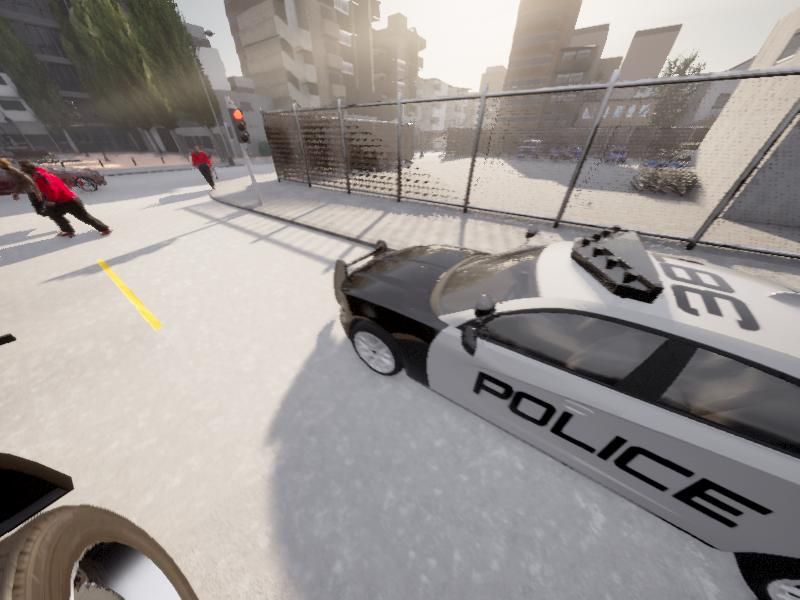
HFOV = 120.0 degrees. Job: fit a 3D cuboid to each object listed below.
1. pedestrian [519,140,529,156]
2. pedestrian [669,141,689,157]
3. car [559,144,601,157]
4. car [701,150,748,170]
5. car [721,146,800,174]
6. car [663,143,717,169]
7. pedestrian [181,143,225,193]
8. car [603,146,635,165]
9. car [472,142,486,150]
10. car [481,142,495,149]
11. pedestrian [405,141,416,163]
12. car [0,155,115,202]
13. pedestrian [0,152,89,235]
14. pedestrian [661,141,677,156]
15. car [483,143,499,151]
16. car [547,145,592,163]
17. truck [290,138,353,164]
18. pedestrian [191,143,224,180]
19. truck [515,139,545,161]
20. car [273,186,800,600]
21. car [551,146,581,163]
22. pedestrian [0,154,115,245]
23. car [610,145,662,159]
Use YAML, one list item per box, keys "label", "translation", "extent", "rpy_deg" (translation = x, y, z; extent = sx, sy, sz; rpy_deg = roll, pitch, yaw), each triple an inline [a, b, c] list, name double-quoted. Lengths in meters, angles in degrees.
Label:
- label: "pedestrian"
  translation: [17.932, -21.961, 33.388]
  extent: [0.751, 1.860, 0.751]
  rpy_deg: [15, 38, 20]
- label: "pedestrian"
  translation: [39.334, -21.254, 32.576]
  extent: [0.751, 1.860, 0.751]
  rpy_deg: [-11, 37, -16]
- label: "car"
  translation: [28.102, -23.539, 36.242]
  extent: [4.902, 1.511, 2.128]
  rpy_deg: [21, 40, 27]
- label: "car"
  translation: [28.331, -12.331, 20.274]
  extent: [1.481, 1.379, 2.207]
  rpy_deg: [22, 41, 27]
- label: "car"
  translation: [30.431, -12.000, 19.643]
  extent: [2.242, 1.667, 4.611]
  rpy_deg: [22, 41, 27]
- label: "car"
  translation: [27.044, -13.625, 21.734]
  extent: [1.905, 1.878, 3.866]
  rpy_deg: [22, 41, 27]
- label: "pedestrian"
  translation: [-8.804, -5.964, 10.438]
  extent: [0.751, 1.860, 0.751]
  rpy_deg: [-14, 38, -20]
- label: "car"
  translation: [23.358, -15.616, 24.821]
  extent: [1.845, 1.501, 3.633]
  rpy_deg: [22, 41, 27]
- label: "car"
  translation: [20.577, -39.958, 59.948]
  extent: [1.970, 1.475, 3.806]
  rpy_deg: [22, 41, 28]
- label: "car"
  translation: [24.821, -43.458, 64.998]
  extent: [2.152, 1.651, 5.027]
  rpy_deg: [22, 41, 28]
- label: "pedestrian"
  translation: [1.035, -14.749, 23.004]
  extent: [0.751, 1.860, 0.751]
  rpy_deg: [-28, 44, -34]
- label: "car"
  translation: [-16.420, -5.326, 10.065]
  extent: [1.812, 1.442, 4.674]
  rpy_deg: [22, 41, 28]
- label: "pedestrian"
  translation: [-9.688, -2.784, 6.116]
  extent: [0.751, 1.860, 0.751]
  rpy_deg: [10, 36, 13]
- label: "pedestrian"
  translation: [40.615, -22.870, 34.880]
  extent: [0.751, 1.860, 0.751]
  rpy_deg: [22, 41, 28]
- label: "car"
  translation: [22.113, -37.185, 56.006]
  extent: [2.033, 1.411, 5.357]
  rpy_deg: [22, 41, 28]
- label: "car"
  translation: [19.369, -16.827, 26.486]
  extent: [3.705, 1.547, 1.789]
  rpy_deg: [22, 41, 27]
- label: "truck"
  translation: [-8.299, -16.435, 25.327]
  extent: [2.390, 2.098, 6.274]
  rpy_deg: [22, 40, 27]
- label: "pedestrian"
  translation: [-11.795, -8.489, 14.190]
  extent: [0.751, 1.860, 0.751]
  rpy_deg: [25, 42, 30]
- label: "truck"
  translation: [16.108, -18.561, 28.500]
  extent: [2.069, 2.038, 4.478]
  rpy_deg: [22, 41, 27]
- label: "car"
  translation: [1.481, 0.238, 2.161]
  extent: [5.238, 1.638, 1.930]
  rpy_deg: [21, 40, 27]
- label: "car"
  translation: [19.273, -16.919, 26.739]
  extent: [2.033, 1.415, 5.357]
  rpy_deg: [22, 41, 27]
- label: "pedestrian"
  translation: [-8.227, -2.421, 5.613]
  extent: [0.751, 1.860, 0.751]
  rpy_deg: [21, 40, 26]
- label: "car"
  translation: [33.565, -21.296, 33.124]
  extent: [4.892, 1.490, 1.837]
  rpy_deg: [21, 40, 27]
